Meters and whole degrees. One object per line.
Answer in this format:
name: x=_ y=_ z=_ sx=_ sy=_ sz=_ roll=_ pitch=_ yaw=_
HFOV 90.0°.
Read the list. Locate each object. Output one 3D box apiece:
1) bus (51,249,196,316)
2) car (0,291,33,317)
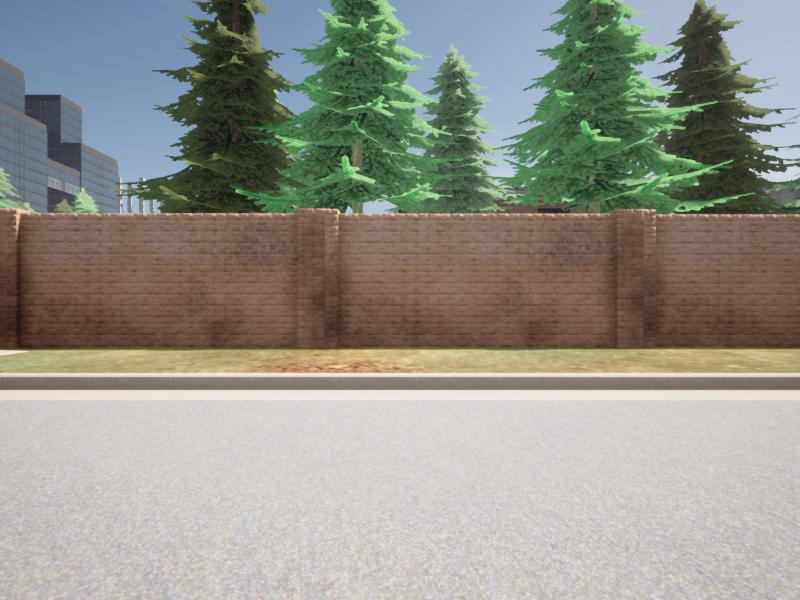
bus: x=-20.242 y=-1.134 z=30.624 sx=3.944 sy=4.253 sz=10.273 roll=0 pitch=0 yaw=0
car: x=-23.834 y=0.229 z=23.148 sx=1.845 sy=1.501 sz=3.633 roll=0 pitch=0 yaw=0
